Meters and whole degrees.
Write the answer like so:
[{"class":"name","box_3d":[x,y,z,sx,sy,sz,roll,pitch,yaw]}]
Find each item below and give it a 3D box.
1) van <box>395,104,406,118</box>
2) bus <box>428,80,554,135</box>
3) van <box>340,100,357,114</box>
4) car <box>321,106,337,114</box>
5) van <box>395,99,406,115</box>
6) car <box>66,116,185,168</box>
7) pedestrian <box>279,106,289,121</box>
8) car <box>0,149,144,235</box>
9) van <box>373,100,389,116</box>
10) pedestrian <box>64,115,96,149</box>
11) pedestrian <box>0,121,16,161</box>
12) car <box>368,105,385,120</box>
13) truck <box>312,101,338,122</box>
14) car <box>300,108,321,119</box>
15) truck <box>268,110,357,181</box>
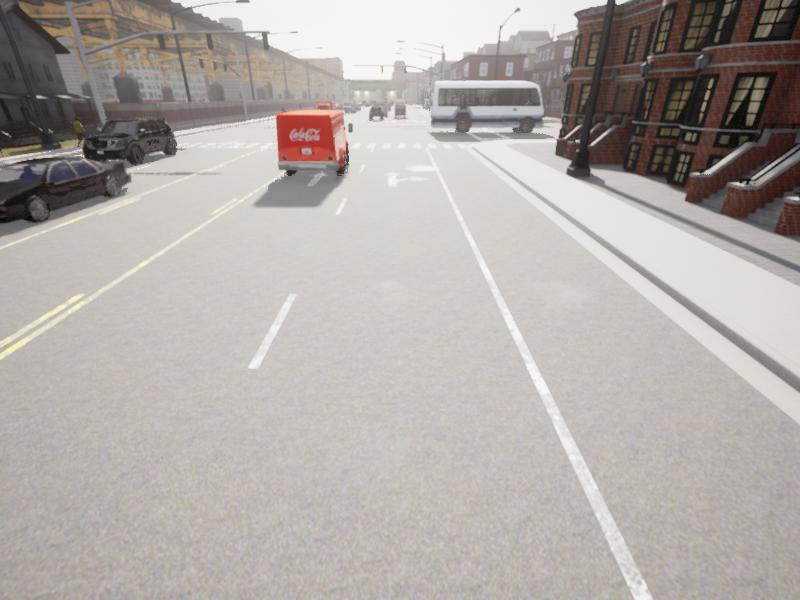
[{"class":"van","box_3d":[0.096,-30.304,64.053,1.775,1.987,4.442,0,27,1]},{"class":"bus","box_3d":[7.858,-17.535,36.476,10.273,4.253,3.944,0,27,0]},{"class":"van","box_3d":[-10.230,-38.520,79.702,2.351,2.431,6.366,0,27,0]},{"class":"car","box_3d":[-13.777,-37.119,78.089,2.033,1.411,5.357,0,27,0]},{"class":"van","box_3d":[0.102,-37.445,77.473,1.988,2.561,5.915,1,27,1]},{"class":"car","box_3d":[-14.017,-8.451,21.056,2.150,2.045,5.566,0,27,0]},{"class":"pedestrian","box_3d":[-15.747,-25.209,54.124,0.751,1.860,0.751,13,30,23]},{"class":"car","box_3d":[-10.474,-3.470,11.986,2.033,1.411,5.357,1,27,1]},{"class":"van","box_3d":[-3.303,-33.877,70.584,2.351,2.431,6.366,0,27,0]},{"class":"pedestrian","box_3d":[-19.398,-10.195,24.291,0.751,1.860,0.751,4,27,9]},{"class":"pedestrian","box_3d":[-20.182,-7.942,19.866,0.751,1.860,0.751,-3,27,-7]},{"class":"car","box_3d":[-3.373,-27.328,58.302,1.932,1.855,4.605,1,25,2]},{"class":"truck","box_3d":[-10.219,-25.958,54.964,2.627,2.467,5.204,-1,27,-1]},{"class":"car","box_3d":[-13.844,-28.945,62.031,2.033,1.411,5.357,0,27,0]},{"class":"truck","box_3d":[-3.599,-7.057,17.845,2.627,2.467,5.204,0,27,1]}]
